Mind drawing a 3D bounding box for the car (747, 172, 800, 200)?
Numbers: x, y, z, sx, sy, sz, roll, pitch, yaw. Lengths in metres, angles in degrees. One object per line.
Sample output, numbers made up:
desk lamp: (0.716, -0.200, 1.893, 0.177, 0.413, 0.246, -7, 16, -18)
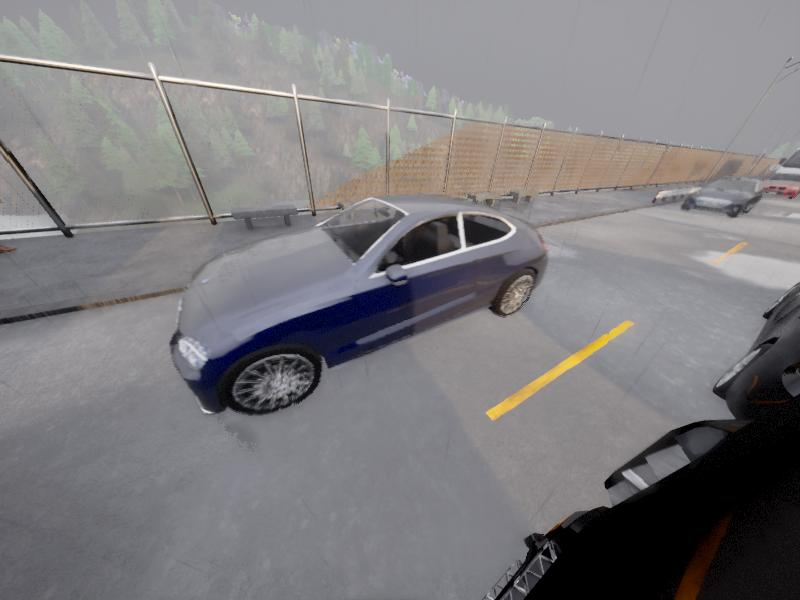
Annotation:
car: (31.562, -9.522, 19.165, 4.611, 1.667, 2.242, -18, 39, -28)

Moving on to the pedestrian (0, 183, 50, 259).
pedestrian: (-7.625, -1.707, 4.014, 0.751, 1.860, 0.751, -15, 37, -25)

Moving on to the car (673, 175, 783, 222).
car: (16.673, -5.325, 11.753, 4.856, 1.649, 2.033, -16, 38, -26)

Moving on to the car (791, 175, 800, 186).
car: (58.311, -17.096, 32.852, 3.806, 1.475, 1.970, -16, 38, -26)

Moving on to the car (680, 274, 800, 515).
car: (5.342, 0.498, 2.208, 5.008, 1.535, 1.882, -16, 38, -26)

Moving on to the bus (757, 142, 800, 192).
bus: (45.080, -14.420, 25.232, 10.273, 4.253, 3.944, -16, 38, -26)

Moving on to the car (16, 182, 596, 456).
car: (-0.048, -0.557, 3.308, 5.027, 1.651, 2.152, -16, 38, -26)
